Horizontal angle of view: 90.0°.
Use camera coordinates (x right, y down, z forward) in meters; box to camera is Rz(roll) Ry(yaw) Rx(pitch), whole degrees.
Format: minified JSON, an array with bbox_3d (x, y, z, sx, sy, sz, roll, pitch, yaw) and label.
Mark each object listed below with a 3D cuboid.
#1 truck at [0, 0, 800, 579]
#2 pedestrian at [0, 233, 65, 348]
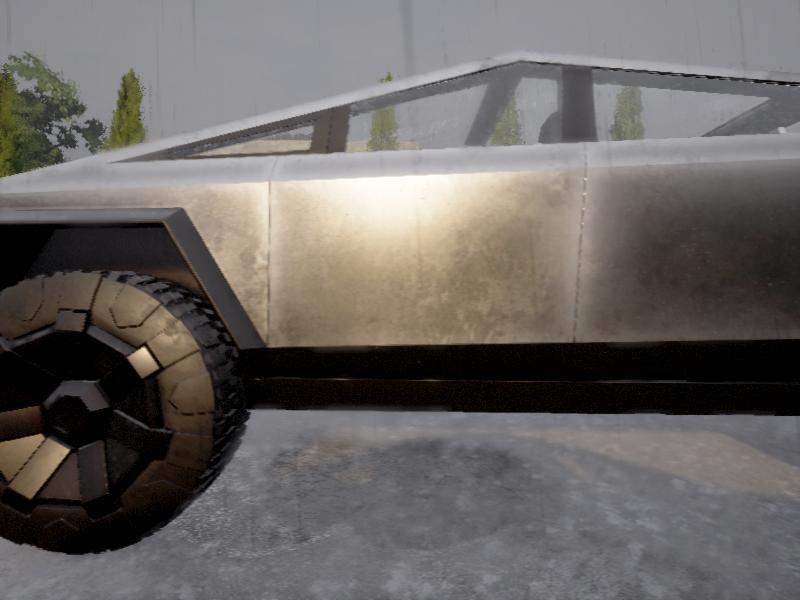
[{"bbox_3d":[0.985,-0.080,2.594,6.274,2.098,2.390,1,0,0],"label":"truck"},{"bbox_3d":[-6.439,-0.160,6.854,0.751,1.860,0.751,0,0,0],"label":"pedestrian"}]
